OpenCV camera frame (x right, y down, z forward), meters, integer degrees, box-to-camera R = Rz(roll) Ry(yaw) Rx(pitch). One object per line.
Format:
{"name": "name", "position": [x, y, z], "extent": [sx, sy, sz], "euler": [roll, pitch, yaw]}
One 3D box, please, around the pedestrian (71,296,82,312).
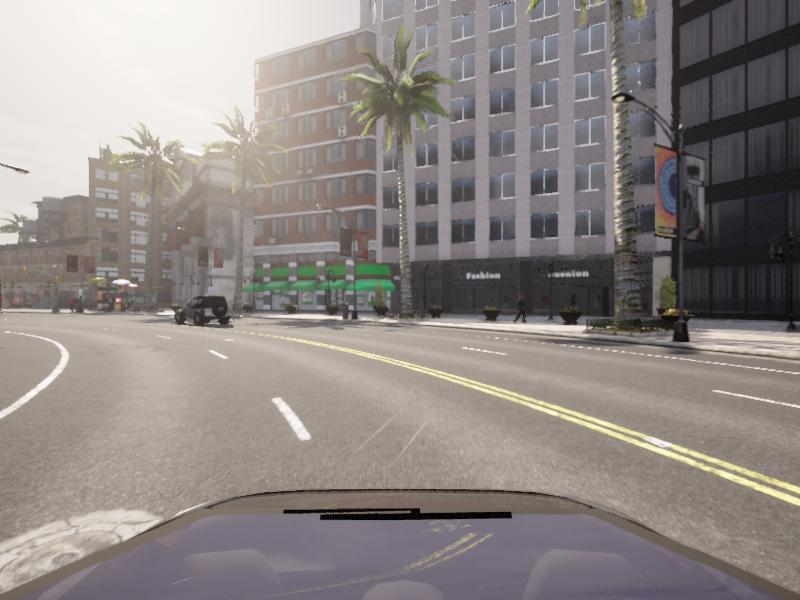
{"name": "pedestrian", "position": [-38.961, 0.491, 48.188], "extent": [0.751, 1.860, 0.751], "euler": [0, 0, 5]}

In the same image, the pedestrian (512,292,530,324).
{"name": "pedestrian", "position": [7.217, 0.484, 23.809], "extent": [0.751, 1.860, 0.751], "euler": [0, 0, -42]}

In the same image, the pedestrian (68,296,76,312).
{"name": "pedestrian", "position": [-39.564, 0.491, 48.227], "extent": [0.751, 1.860, 0.751], "euler": [0, 0, -44]}

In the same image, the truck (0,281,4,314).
{"name": "truck", "position": [-50.414, -0.313, 46.706], "extent": [8.468, 3.827, 2.891], "euler": [0, 0, 23]}

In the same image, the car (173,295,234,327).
{"name": "car", "position": [-12.559, 0.648, 25.509], "extent": [3.866, 1.878, 1.905], "euler": [0, 0, 35]}
